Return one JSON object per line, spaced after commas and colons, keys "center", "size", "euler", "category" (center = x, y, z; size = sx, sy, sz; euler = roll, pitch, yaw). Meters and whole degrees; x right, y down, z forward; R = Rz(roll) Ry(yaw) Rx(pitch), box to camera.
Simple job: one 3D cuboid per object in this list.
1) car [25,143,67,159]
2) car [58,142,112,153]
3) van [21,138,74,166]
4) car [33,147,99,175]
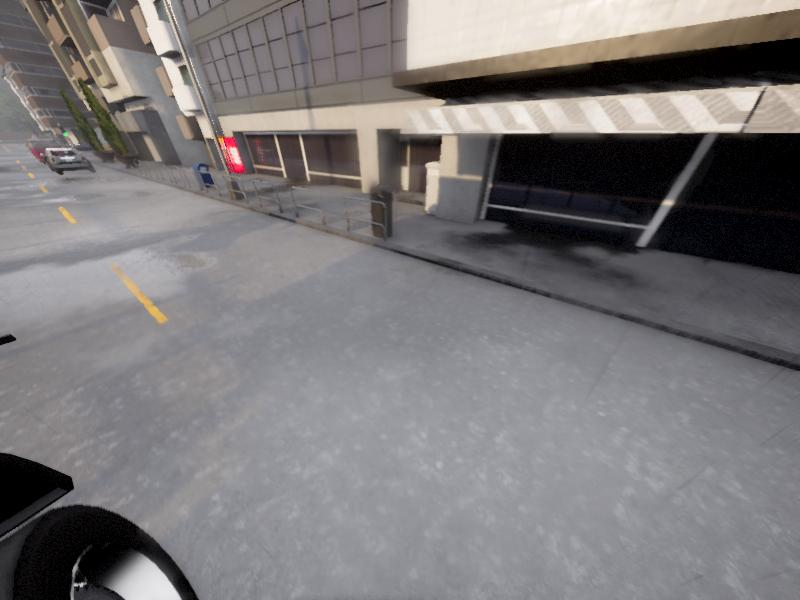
{"center": [-42.318, -17.941, 27.708], "size": [3.806, 1.475, 1.970], "euler": [29, 44, 35], "category": "car"}
{"center": [-49.996, -24.317, 36.831], "size": [4.718, 1.301, 1.895], "euler": [-19, 39, -25], "category": "car"}
{"center": [-33.453, -14.111, 21.911], "size": [4.442, 1.987, 1.775], "euler": [22, 41, 28], "category": "van"}
{"center": [-24.552, -10.277, 16.992], "size": [3.806, 1.475, 1.970], "euler": [22, 41, 28], "category": "car"}
